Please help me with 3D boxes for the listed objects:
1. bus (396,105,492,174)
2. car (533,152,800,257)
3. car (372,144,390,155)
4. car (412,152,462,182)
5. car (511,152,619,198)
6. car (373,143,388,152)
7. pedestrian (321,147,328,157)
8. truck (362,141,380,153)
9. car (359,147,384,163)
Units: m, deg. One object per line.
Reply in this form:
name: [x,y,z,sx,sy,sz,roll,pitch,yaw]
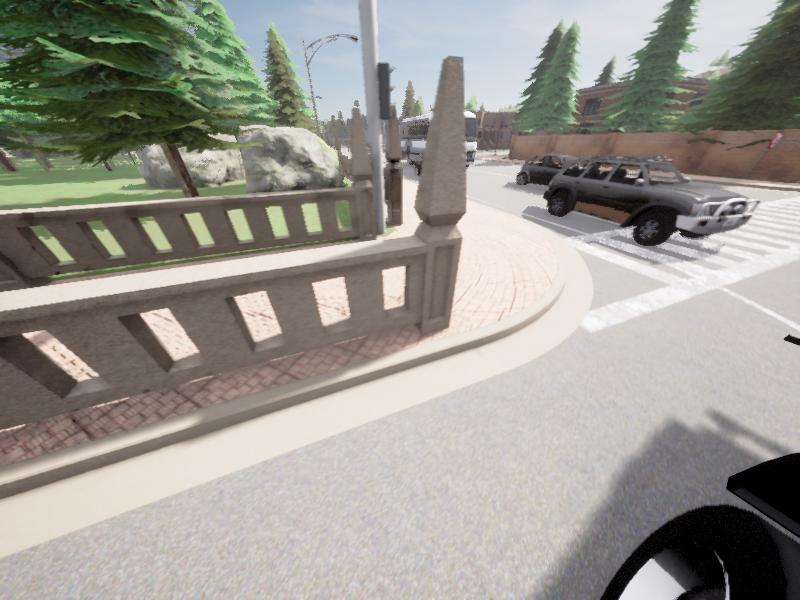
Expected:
bus: [3.314,-15.157,22.095,3.944,4.253,10.273,-13,36,-17]
car: [6.659,-3.135,6.766,1.932,1.855,4.605,-8,35,-12]
car: [-3.753,-29.929,45.847,2.152,1.651,5.027,-13,36,-17]
car: [2.467,-9.547,16.401,1.845,1.501,3.633,-13,36,-17]
car: [8.219,-6.659,12.065,1.851,1.617,3.988,-13,37,-17]
car: [-4.730,-36.944,55.990,2.152,1.651,5.027,-13,36,-17]
pedestrian: [-12.122,-23.767,37.069,0.751,1.300,0.751,-15,37,-19]
truck: [-6.636,-34.383,51.910,2.390,2.098,6.274,-13,37,-17]
car: [-3.747,-18.756,29.755,1.801,1.575,5.366,-13,37,-17]
